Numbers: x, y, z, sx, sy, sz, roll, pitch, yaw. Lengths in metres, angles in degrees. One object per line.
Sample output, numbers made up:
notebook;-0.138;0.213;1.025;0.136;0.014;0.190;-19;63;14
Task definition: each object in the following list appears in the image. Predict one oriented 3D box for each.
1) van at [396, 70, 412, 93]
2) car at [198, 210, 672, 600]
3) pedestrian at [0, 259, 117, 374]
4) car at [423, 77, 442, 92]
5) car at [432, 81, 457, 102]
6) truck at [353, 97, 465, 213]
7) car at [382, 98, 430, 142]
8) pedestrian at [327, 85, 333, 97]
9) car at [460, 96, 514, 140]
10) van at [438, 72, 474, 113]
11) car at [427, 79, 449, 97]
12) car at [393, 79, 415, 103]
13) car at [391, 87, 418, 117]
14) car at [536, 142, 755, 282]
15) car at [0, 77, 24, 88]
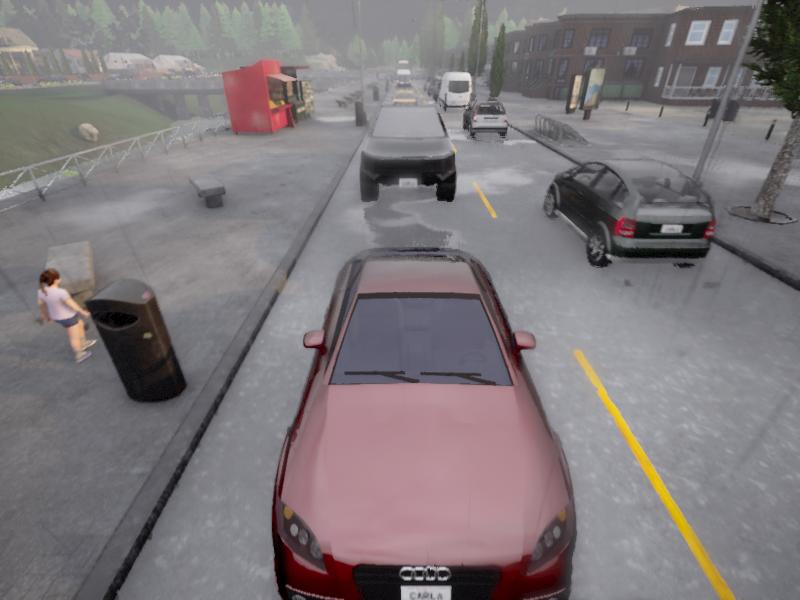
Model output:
van;0.501;-29.447;53.720;1.988;2.561;5.915;0;30;0
car;0.163;0.467;3.838;1.994;1.385;4.181;0;30;0
pedestrian;-3.678;0.179;4.339;0.500;1.100;0.500;6;31;11
car;4.422;-29.674;55.103;2.242;1.667;4.611;0;30;0
car;4.393;-20.892;40.056;2.033;1.649;4.856;0;30;0
truck;0.226;-4.570;11.717;2.390;2.098;6.274;0;30;1
car;0.284;-9.107;20.044;2.128;1.511;4.902;0;30;1
pedestrian;-7.591;-22.610;43.282;0.500;1.100;0.500;-6;31;-10
car;4.264;-9.322;20.317;1.851;1.617;3.988;0;30;0
van;4.341;-16.647;31.906;1.988;2.561;5.915;0;30;0
car;4.322;-24.387;45.984;2.242;1.667;4.611;1;30;1
car;0.395;-20.282;38.762;1.932;1.855;4.605;0;31;0
car;0.330;-14.636;29.418;1.801;1.575;5.366;0;30;0
car;4.171;-1.898;7.692;1.789;1.549;3.705;0;30;0
car;-65.094;-36.094;66.235;1.970;1.475;3.806;0;30;0
